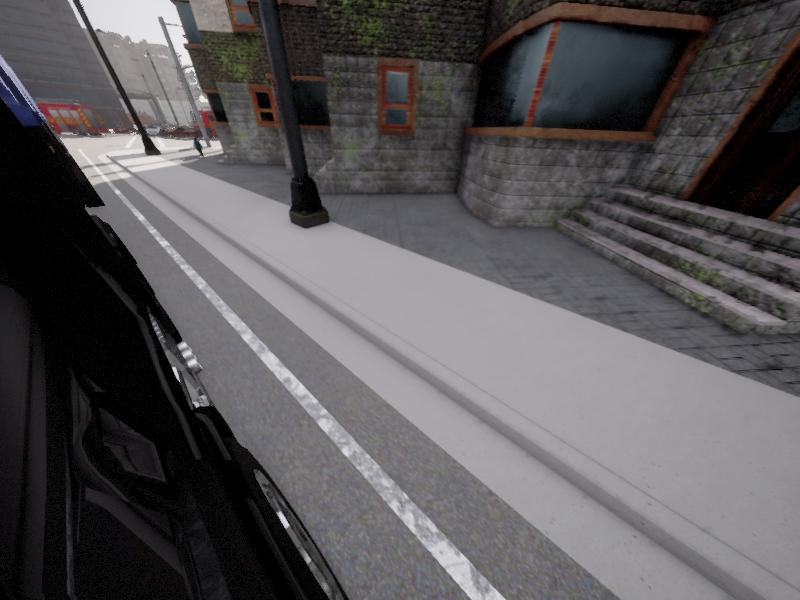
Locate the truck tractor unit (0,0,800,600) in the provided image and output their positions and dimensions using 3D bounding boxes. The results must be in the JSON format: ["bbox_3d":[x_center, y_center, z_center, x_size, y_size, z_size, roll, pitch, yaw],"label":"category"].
[{"bbox_3d":[-2.645,-0.295,0.351,6.516,4.208,3.053,28,44,30],"label":"truck tractor unit"}]

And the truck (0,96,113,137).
[{"bbox_3d":[-45.521,-24.245,30.764,8.468,3.827,2.891,-2,37,-5],"label":"truck"}]

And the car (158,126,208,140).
[{"bbox_3d":[-30.571,-23.625,32.670,4.674,1.442,1.812,-3,37,-7],"label":"car"}]

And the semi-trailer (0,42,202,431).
[{"bbox_3d":[-8.710,-3.568,4.259,14.254,4.402,2.717,28,43,30],"label":"semi-trailer"}]

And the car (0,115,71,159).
[{"bbox_3d":[-24.056,-10.691,15.065,5.566,2.045,2.150,28,44,31],"label":"car"}]

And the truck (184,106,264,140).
[{"bbox_3d":[-26.383,-26.861,35.224,8.468,3.827,2.891,-2,37,-5],"label":"truck"}]

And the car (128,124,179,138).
[{"bbox_3d":[-37.302,-25.723,35.106,4.974,1.542,2.038,0,36,-2],"label":"car"}]

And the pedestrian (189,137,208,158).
[{"bbox_3d":[-13.276,-10.073,15.233,0.500,1.100,0.500,29,44,31],"label":"pedestrian"}]
